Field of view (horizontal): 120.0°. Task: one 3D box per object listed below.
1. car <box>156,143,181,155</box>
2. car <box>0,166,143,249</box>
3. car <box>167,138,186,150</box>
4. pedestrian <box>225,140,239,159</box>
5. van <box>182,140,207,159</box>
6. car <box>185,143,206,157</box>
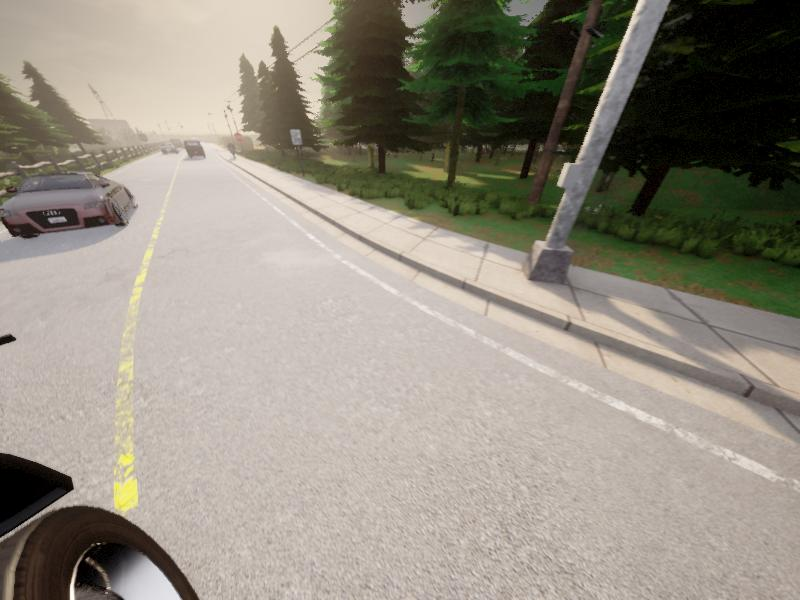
[{"bbox_3d":[-36.995,-24.271,37.024,2.128,1.511,4.902,-22,41,-29],"label":"car"},{"bbox_3d":[-10.013,-3.131,7.143,1.994,1.385,4.181,-23,41,-30],"label":"car"},{"bbox_3d":[-49.847,-34.940,51.718,2.150,2.045,5.566,-22,40,-29],"label":"car"},{"bbox_3d":[-20.114,-17.996,27.631,0.751,1.860,0.751,-23,41,-30],"label":"pedestrian"},{"bbox_3d":[-26.914,-19.777,30.289,1.775,1.987,4.442,-22,41,-29],"label":"van"},{"bbox_3d":[-30.521,-22.497,34.581,1.837,1.490,4.892,-21,40,-28],"label":"car"}]
